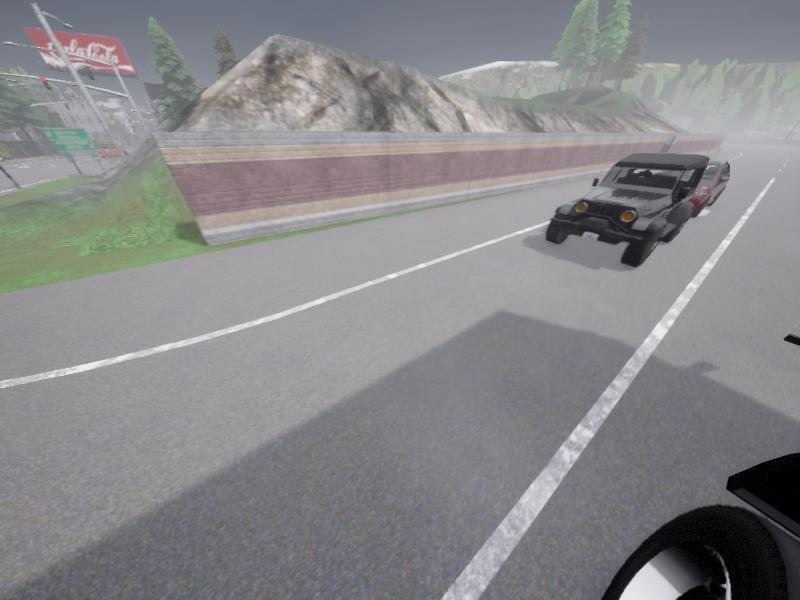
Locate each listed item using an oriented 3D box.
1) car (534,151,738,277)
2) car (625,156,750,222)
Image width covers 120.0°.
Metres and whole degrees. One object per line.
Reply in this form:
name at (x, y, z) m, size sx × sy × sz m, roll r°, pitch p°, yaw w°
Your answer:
car at (5.472, -2.311, 5.480) m, size 3.866 × 1.878 × 1.905 m, roll -22°, pitch 41°, yaw -28°
car at (10.307, -4.143, 8.317) m, size 3.705 × 1.549 × 1.789 m, roll -22°, pitch 41°, yaw -28°
